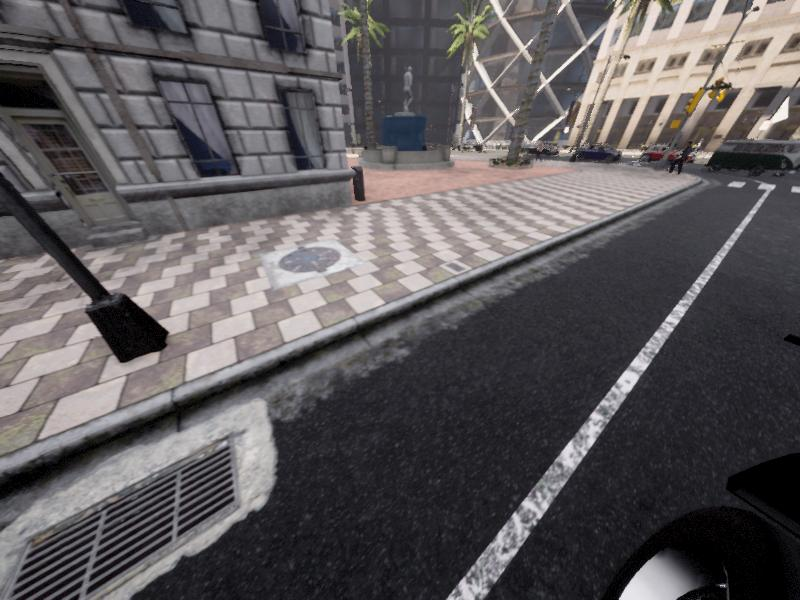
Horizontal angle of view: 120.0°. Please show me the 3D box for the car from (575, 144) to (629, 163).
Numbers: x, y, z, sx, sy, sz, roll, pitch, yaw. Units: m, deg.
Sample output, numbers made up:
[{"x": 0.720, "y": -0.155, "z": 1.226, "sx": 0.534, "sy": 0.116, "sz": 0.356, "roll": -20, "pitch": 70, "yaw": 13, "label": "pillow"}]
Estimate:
[{"x": 21.181, "y": -15.449, "z": 24.334, "sx": 1.845, "sy": 1.501, "sz": 3.633, "roll": -23, "pitch": 41, "yaw": -29, "label": "car"}]

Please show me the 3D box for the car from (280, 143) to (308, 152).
[{"x": -20.691, "y": -29.833, "z": 45.246, "sx": 4.718, "sy": 1.301, "sz": 1.895, "roll": -9, "pitch": 36, "yaw": -12, "label": "car"}]

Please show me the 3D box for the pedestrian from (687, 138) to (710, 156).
[{"x": 36.937, "y": -18.967, "z": 28.613, "sx": 0.751, "sy": 1.860, "sz": 0.751, "roll": 16, "pitch": 38, "yaw": 21, "label": "pedestrian"}]

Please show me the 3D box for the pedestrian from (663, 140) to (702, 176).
[{"x": 17.819, "y": -8.993, "z": 14.610, "sx": 0.751, "sy": 1.860, "sz": 0.751, "roll": -24, "pitch": 41, "yaw": -30, "label": "pedestrian"}]

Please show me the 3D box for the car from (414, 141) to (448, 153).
[{"x": 5.228, "y": -25.975, "z": 39.282, "sx": 5.238, "sy": 1.638, "sz": 1.930, "roll": 10, "pitch": 36, "yaw": 14, "label": "car"}]

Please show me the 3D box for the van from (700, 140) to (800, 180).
[{"x": 23.906, "y": -9.472, "z": 15.442, "sx": 1.775, "sy": 1.987, "sz": 4.442, "roll": 3, "pitch": 35, "yaw": 4, "label": "van"}]

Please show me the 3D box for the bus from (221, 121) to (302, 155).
[{"x": -22.261, "y": -26.645, "z": 38.176, "sx": 10.273, "sy": 4.253, "sz": 3.944, "roll": -14, "pitch": 37, "yaw": -18, "label": "bus"}]

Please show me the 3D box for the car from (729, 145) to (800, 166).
[{"x": 36.122, "y": -13.773, "z": 21.964, "sx": 2.033, "sy": 1.411, "sz": 5.357, "roll": -22, "pitch": 41, "yaw": -27, "label": "car"}]

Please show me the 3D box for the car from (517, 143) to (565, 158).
[{"x": 19.009, "y": -20.403, "z": 31.391, "sx": 2.128, "sy": 1.511, "sz": 4.902, "roll": -27, "pitch": 43, "yaw": -33, "label": "car"}]

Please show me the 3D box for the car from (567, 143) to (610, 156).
[{"x": 26.697, "y": -21.403, "z": 32.877, "sx": 1.994, "sy": 1.385, "sz": 4.181, "roll": -25, "pitch": 42, "yaw": -30, "label": "car"}]

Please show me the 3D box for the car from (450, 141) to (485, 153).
[{"x": 11.628, "y": -26.533, "z": 40.026, "sx": 5.238, "sy": 1.638, "sz": 1.930, "roll": 18, "pitch": 39, "yaw": 25, "label": "car"}]

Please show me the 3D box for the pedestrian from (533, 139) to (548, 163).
[{"x": 13.248, "y": -14.057, "z": 21.825, "sx": 0.751, "sy": 1.860, "sz": 0.751, "roll": 15, "pitch": 38, "yaw": 21, "label": "pedestrian"}]

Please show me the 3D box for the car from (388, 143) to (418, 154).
[{"x": 0.491, "y": -24.627, "z": 37.578, "sx": 4.674, "sy": 1.442, "sz": 1.812, "roll": 6, "pitch": 35, "yaw": 9, "label": "car"}]

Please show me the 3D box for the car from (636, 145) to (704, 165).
[{"x": 26.675, "y": -14.479, "z": 22.964, "sx": 1.970, "sy": 1.475, "sz": 3.806, "roll": -23, "pitch": 41, "yaw": -28, "label": "car"}]
